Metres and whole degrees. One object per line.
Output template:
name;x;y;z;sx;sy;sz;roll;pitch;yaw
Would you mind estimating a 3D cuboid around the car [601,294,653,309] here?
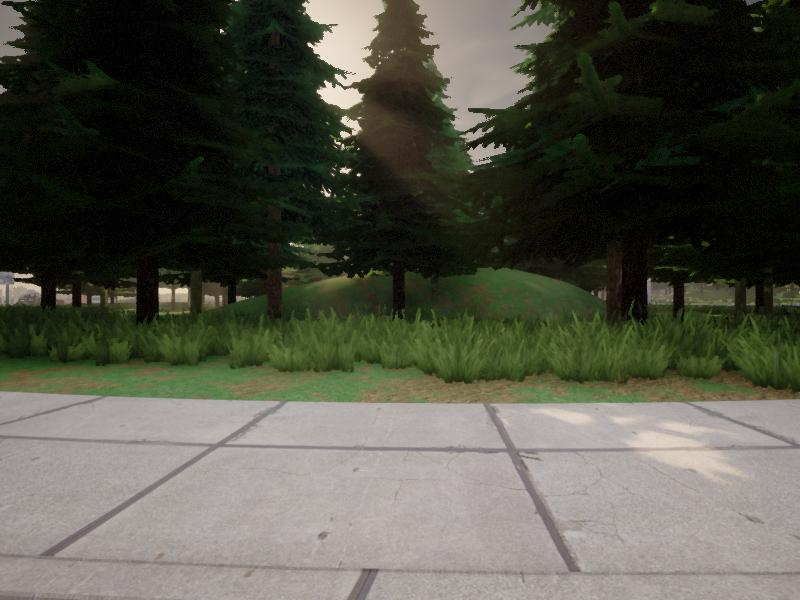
car;26.422;0.178;46.758;2.033;1.649;4.856;0;0;-30
